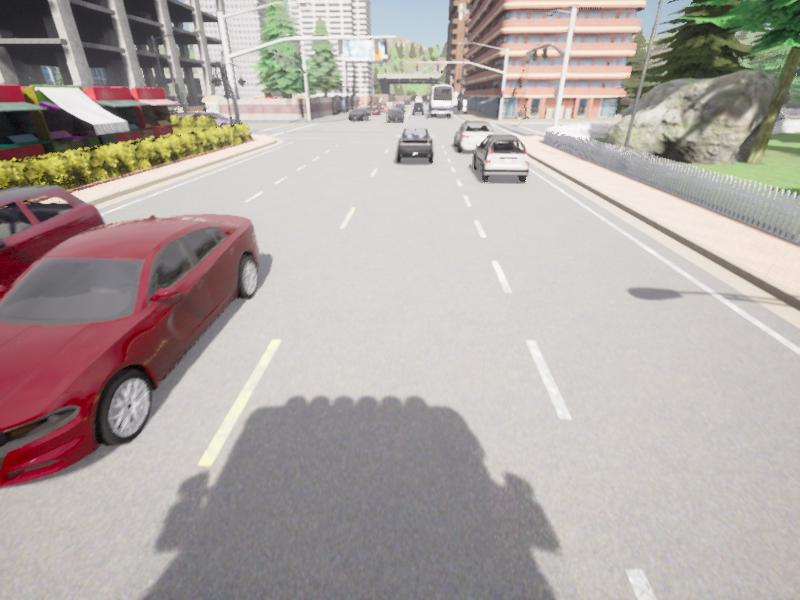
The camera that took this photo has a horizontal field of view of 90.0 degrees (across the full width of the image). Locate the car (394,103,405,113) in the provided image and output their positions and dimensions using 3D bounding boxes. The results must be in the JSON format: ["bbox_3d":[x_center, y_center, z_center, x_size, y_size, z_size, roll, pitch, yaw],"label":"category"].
[{"bbox_3d":[-0.049,-36.299,75.651,1.837,1.490,4.892,1,27,2],"label":"car"}]

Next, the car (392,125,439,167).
[{"bbox_3d":[0.804,-8.121,20.780,2.128,1.511,4.902,1,27,2],"label":"car"}]

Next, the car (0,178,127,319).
[{"bbox_3d":[-6.883,-0.910,6.696,1.845,1.501,3.633,1,27,2],"label":"car"}]

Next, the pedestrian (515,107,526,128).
[{"bbox_3d":[12.066,-18.280,40.037,0.751,1.860,0.751,5,28,9],"label":"pedestrian"}]

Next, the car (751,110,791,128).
[{"bbox_3d":[39.474,-19.280,42.535,4.193,1.474,1.816,-19,33,-32],"label":"car"}]

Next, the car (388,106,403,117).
[{"bbox_3d":[-0.670,-29.673,62.852,2.033,1.411,5.357,1,27,2],"label":"car"}]

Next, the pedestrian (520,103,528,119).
[{"bbox_3d":[16.264,-24.720,52.340,0.751,1.860,0.751,8,28,14],"label":"pedestrian"}]

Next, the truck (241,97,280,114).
[{"bbox_3d":[-22.819,-32.026,65.860,5.204,2.467,2.615,1,27,2],"label":"truck"}]

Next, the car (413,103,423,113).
[{"bbox_3d":[3.576,-37.610,78.170,1.801,1.575,5.366,1,27,2],"label":"car"}]

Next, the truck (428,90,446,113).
[{"bbox_3d":[7.111,-38.889,78.165,2.891,3.827,8.468,1,27,2],"label":"truck"}]

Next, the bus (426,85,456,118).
[{"bbox_3d":[6.223,-30.985,62.304,3.944,4.253,10.273,1,27,2],"label":"bus"}]

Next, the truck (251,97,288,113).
[{"bbox_3d":[-22.640,-33.993,69.692,5.204,2.467,2.615,1,27,2],"label":"truck"}]

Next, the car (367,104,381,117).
[{"bbox_3d":[-4.113,-30.383,64.092,1.851,1.617,3.988,1,27,2],"label":"car"}]

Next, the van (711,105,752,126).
[{"bbox_3d":[36.939,-20.630,44.596,4.442,1.987,1.775,-18,32,-31],"label":"van"}]

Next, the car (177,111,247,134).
[{"bbox_3d":[-16.099,-15.329,34.518,4.856,1.649,2.033,1,27,2],"label":"car"}]

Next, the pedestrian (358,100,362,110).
[{"bbox_3d":[-8.521,-41.515,85.005,0.751,1.860,0.751,-2,27,-4],"label":"pedestrian"}]

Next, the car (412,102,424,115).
[{"bbox_3d":[3.017,-31.800,66.499,1.905,1.878,3.866,1,27,2],"label":"car"}]

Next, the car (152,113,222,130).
[{"bbox_3d":[-20.030,-16.897,37.816,5.357,1.411,2.033,1,27,2],"label":"car"}]

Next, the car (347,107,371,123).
[{"bbox_3d":[-5.057,-23.181,50.058,1.882,1.535,5.008,4,27,7],"label":"car"}]

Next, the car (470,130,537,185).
[{"bbox_3d":[4.108,-6.022,16.598,1.851,1.617,3.988,1,27,2],"label":"car"}]

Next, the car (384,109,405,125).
[{"bbox_3d":[-0.675,-21.586,46.981,1.837,1.490,4.892,-4,27,-6],"label":"car"}]

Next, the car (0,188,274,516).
[{"bbox_3d":[-3.455,-0.108,5.139,1.882,1.535,5.008,1,28,2],"label":"car"}]

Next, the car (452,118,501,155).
[{"bbox_3d":[4.504,-10.014,24.302,2.242,1.667,4.611,1,27,2],"label":"car"}]
